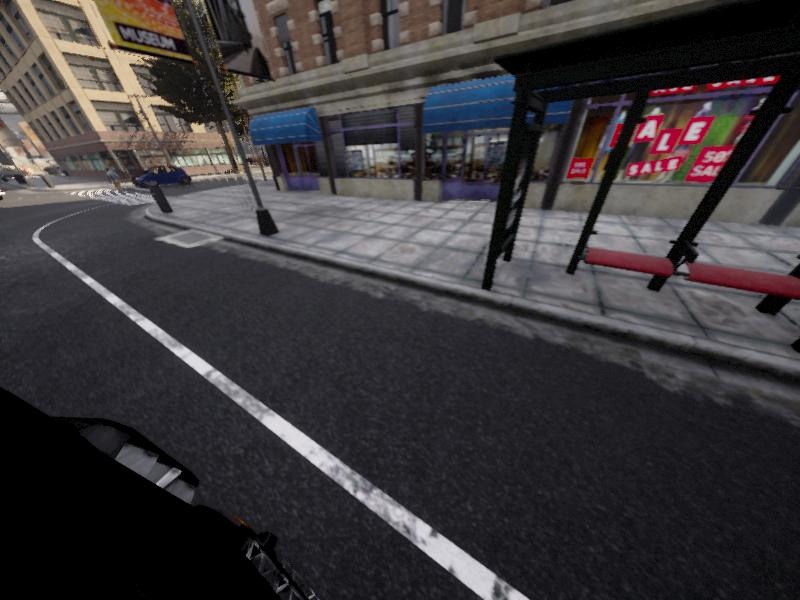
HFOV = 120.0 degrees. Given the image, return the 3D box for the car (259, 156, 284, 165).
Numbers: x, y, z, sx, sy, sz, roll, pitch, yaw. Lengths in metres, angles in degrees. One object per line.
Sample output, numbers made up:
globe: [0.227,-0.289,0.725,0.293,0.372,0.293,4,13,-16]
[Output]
car: [-27.891,-30.218,50.117,5.008,1.535,1.882,16,38,26]

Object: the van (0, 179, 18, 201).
van: [-31.499,-8.019,16.411,4.480,2.038,2.069,1,34,6]

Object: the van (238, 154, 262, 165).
van: [-34.691,-32.371,53.390,4.480,2.038,2.069,16,38,26]

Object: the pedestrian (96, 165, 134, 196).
pedestrian: [-20.493,-8.605,16.646,0.751,1.860,0.751,8,35,16]

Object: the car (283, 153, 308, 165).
car: [-21.056,-28.401,46.587,4.605,1.855,1.932,16,38,26]

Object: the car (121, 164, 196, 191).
car: [-21.324,-10.985,20.569,1.851,1.617,3.988,18,39,28]

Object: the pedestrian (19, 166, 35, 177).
pedestrian: [-74.573,-25.651,46.147,0.751,1.860,0.751,12,36,20]

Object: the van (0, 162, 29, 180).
van: [-71.569,-22.564,40.669,1.988,2.561,5.915,16,38,26]

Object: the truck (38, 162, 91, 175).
truck: [-75.733,-29.787,52.293,2.390,2.098,6.274,16,38,26]
